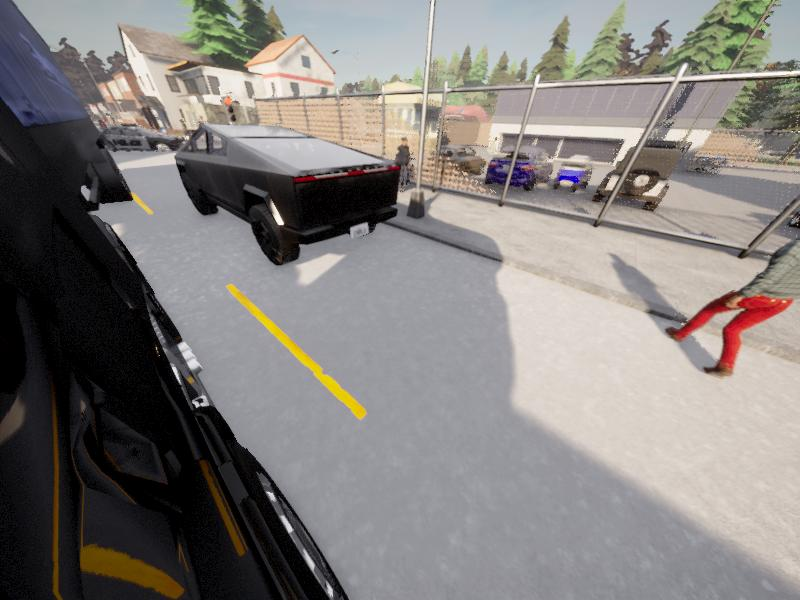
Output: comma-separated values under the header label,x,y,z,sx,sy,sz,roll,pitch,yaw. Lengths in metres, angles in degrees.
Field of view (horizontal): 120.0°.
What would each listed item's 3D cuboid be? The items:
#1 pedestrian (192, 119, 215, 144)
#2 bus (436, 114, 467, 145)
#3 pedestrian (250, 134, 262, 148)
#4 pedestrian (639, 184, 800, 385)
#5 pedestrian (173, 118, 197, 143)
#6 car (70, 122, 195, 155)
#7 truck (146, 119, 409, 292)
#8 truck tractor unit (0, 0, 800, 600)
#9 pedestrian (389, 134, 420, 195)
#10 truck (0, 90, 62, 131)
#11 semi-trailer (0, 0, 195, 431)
label,x,y,z,sx,sy,sz,roll,pitch,yaw
pedestrian,-18.867,-16.167,22.214,0.751,1.860,0.751,4,37,2
bus,9.796,-33.785,45.802,3.944,4.253,10.273,3,37,0
pedestrian,-13.780,-15.254,22.146,0.500,1.100,0.500,12,38,13
pedestrian,3.722,-0.084,2.411,0.751,1.860,0.751,15,38,15
pedestrian,-20.584,-16.208,22.158,0.751,1.860,0.751,2,37,-2
car,-18.145,-11.245,16.108,5.238,1.638,1.930,-7,39,-13
truck,-3.054,-2.781,5.413,6.274,2.098,2.390,28,44,30
truck tractor unit,-2.645,-0.295,0.351,6.516,4.208,3.053,28,44,30
pedestrian,0.115,-4.993,8.553,0.751,1.860,0.751,-24,44,-31
truck,-48.439,-24.773,30.368,8.468,3.827,2.891,28,44,30
semi-trailer,-8.337,-3.836,4.542,2.717,4.402,14.254,-30,48,-36
